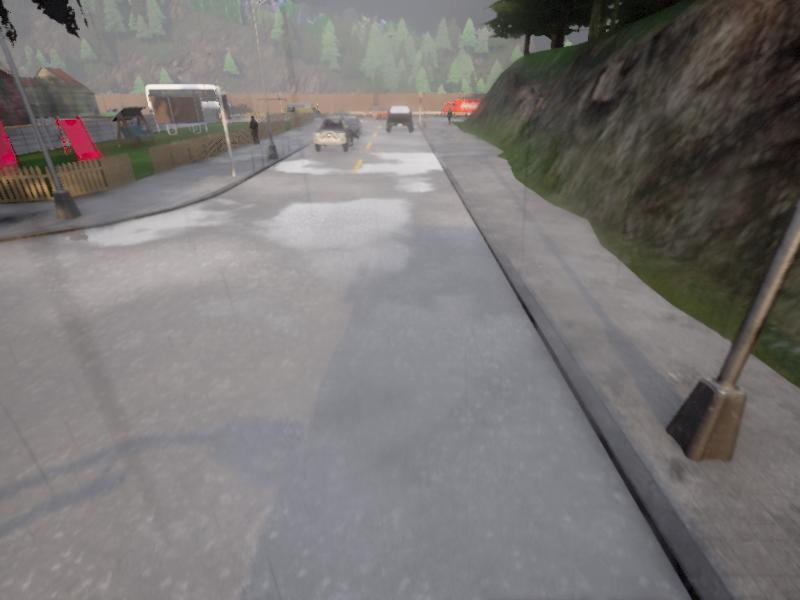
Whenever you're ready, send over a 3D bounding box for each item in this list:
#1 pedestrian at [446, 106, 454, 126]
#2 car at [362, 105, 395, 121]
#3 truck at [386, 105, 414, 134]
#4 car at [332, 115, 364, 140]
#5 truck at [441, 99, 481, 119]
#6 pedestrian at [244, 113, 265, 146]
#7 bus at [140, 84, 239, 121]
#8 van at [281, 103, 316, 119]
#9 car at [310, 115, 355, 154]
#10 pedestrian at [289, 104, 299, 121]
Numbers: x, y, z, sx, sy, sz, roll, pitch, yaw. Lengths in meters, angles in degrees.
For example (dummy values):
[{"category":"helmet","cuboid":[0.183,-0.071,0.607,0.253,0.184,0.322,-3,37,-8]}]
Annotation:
[{"category":"pedestrian","cuboid":[5.196,-19.187,41.639,0.751,1.860,0.751,0,27,1]},{"category":"car","cuboid":[-2.782,-24.575,52.527,2.097,1.767,4.553,16,31,28]},{"category":"truck","cuboid":[-0.013,-16.662,36.778,2.390,2.098,6.274,0,27,0]},{"category":"car","cuboid":[-4.011,-13.718,31.720,1.837,1.490,4.892,0,27,0]},{"category":"truck","cuboid":[8.664,-27.460,57.361,5.204,2.467,2.627,0,27,0]},{"category":"pedestrian","cuboid":[-9.155,-10.692,25.163,0.751,1.860,0.751,0,27,0]},{"category":"bus","cuboid":[-27.831,-26.422,53.516,10.273,4.253,3.944,0,27,0]},{"category":"van","cuboid":[-14.533,-27.207,57.480,4.442,1.987,1.775,0,27,0]},{"category":"car","cuboid":[-4.009,-10.287,24.618,1.932,1.855,4.605,0,27,0]},{"category":"pedestrian","cuboid":[-13.048,-23.021,49.183,0.751,1.860,0.751,0,27,0]}]
